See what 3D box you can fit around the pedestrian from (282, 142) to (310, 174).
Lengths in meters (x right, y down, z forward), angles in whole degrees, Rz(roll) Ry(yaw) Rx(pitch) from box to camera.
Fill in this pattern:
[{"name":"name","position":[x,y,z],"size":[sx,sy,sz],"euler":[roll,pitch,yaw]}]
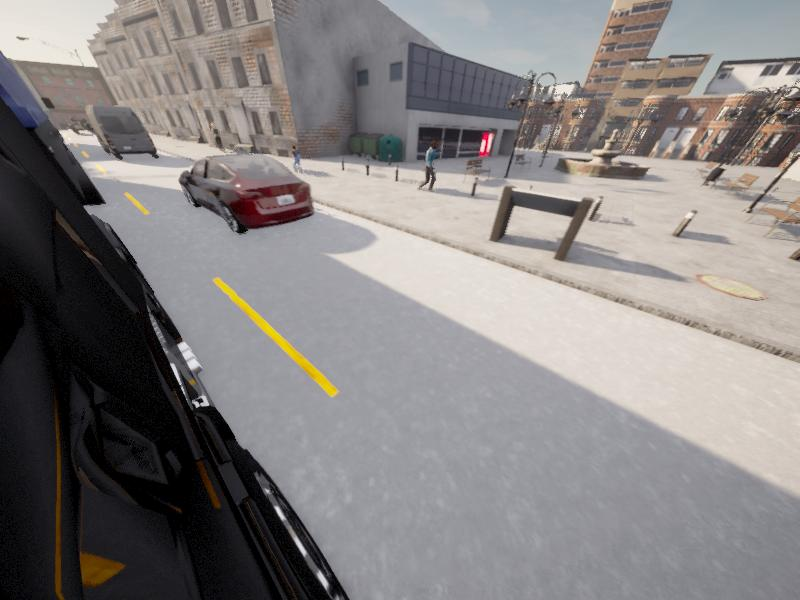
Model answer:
[{"name":"pedestrian","position":[-5.145,-7.072,11.501],"size":[0.751,1.300,0.751],"euler":[31,45,32]}]

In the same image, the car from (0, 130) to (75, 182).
[{"name":"car","position":[-16.453,-6.427,10.078],"size":[5.357,1.411,2.033],"euler":[28,44,30]}]

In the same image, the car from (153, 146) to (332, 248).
[{"name":"car","position":[-4.363,-3.157,6.370],"size":[4.792,1.488,2.163],"euler":[28,43,30]}]

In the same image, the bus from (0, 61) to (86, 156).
[{"name":"bus","position":[-26.258,-12.764,15.574],"size":[10.273,4.253,3.944],"euler":[28,43,30]}]

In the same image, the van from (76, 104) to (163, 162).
[{"name":"van","position":[-17.908,-10.691,14.741],"size":[5.915,2.561,1.988],"euler":[28,43,30]}]

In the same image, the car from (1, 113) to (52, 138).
[{"name":"car","position":[-37.261,-17.440,23.129],"size":[3.866,1.878,1.905],"euler":[28,43,29]}]

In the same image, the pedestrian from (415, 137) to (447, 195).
[{"name":"pedestrian","position":[1.196,-5.252,9.068],"size":[0.751,1.860,0.751],"euler":[27,43,29]}]

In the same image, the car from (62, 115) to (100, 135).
[{"name":"car","position":[-41.231,-22.609,29.820],"size":[4.605,1.855,1.932],"euler":[27,43,29]}]

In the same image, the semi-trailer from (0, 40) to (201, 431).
[{"name":"semi-trailer","position":[-8.682,-3.610,4.254],"size":[14.254,4.402,2.717],"euler":[28,44,30]}]

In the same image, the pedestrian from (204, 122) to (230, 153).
[{"name":"pedestrian","position":[-13.538,-12.023,17.147],"size":[0.751,1.860,0.751],"euler":[31,45,33]}]

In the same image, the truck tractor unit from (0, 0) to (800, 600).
[{"name":"truck tractor unit","position":[-2.645,-0.295,0.351],"size":[6.516,4.208,3.053],"euler":[28,44,30]}]
